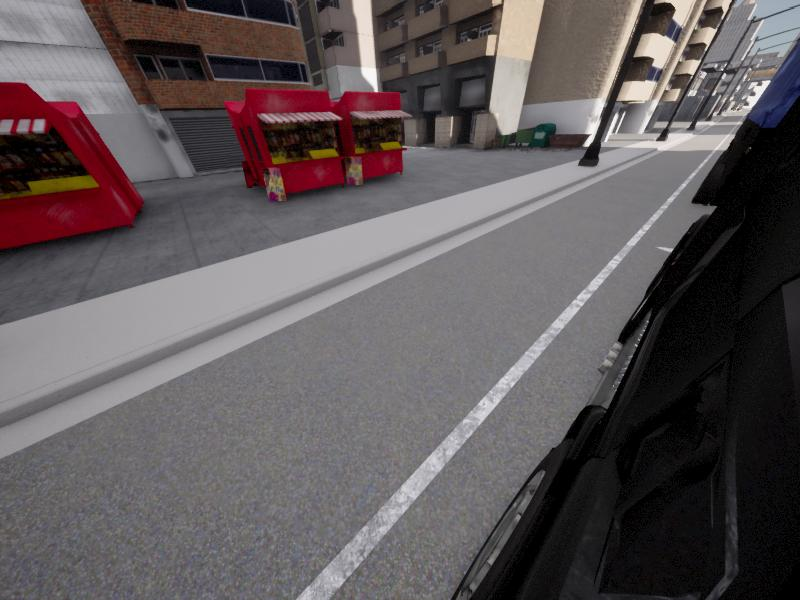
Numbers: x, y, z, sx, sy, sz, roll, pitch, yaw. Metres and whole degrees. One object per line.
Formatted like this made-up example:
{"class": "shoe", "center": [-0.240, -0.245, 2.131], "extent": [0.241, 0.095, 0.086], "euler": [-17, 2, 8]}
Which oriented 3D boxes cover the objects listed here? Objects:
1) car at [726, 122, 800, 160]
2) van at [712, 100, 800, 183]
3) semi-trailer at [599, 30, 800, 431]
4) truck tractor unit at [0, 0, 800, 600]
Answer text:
{"class": "car", "center": [22.055, -9.675, 13.941], "extent": [4.902, 1.511, 2.128], "euler": [-28, 44, -30]}
{"class": "van", "center": [16.397, -7.000, 9.959], "extent": [6.366, 2.431, 2.351], "euler": [-28, 44, -30]}
{"class": "semi-trailer", "center": [8.635, -3.647, 4.288], "extent": [14.254, 4.402, 2.717], "euler": [-29, 44, -30]}
{"class": "truck tractor unit", "center": [2.645, -0.295, 0.351], "extent": [6.516, 4.208, 3.053], "euler": [-28, 44, -30]}
